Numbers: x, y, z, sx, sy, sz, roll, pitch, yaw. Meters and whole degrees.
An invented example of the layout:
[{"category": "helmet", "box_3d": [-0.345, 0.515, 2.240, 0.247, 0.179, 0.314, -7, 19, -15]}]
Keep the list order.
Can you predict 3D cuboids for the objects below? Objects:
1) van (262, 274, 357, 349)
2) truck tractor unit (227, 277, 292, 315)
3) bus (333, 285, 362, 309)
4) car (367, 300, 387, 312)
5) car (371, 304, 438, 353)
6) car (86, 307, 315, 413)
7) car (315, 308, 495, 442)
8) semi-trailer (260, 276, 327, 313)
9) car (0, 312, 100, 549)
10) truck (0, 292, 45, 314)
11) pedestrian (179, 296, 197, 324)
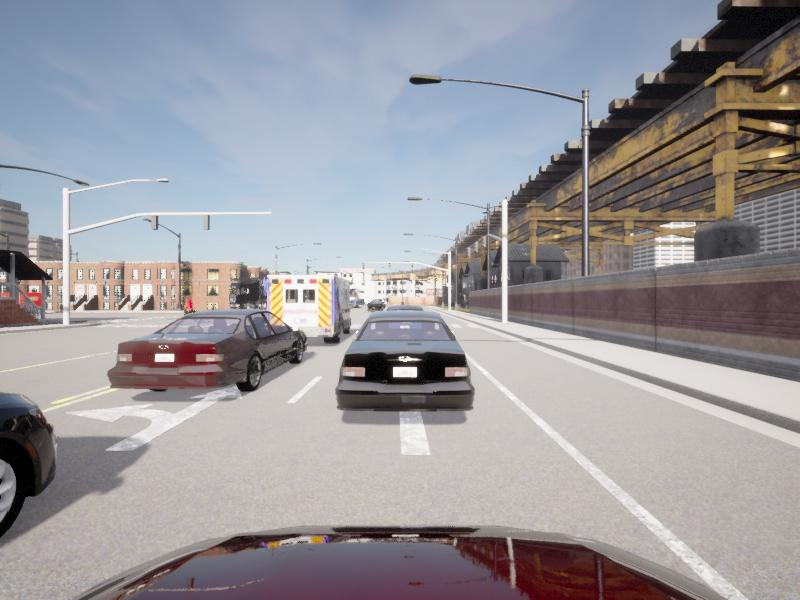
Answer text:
[{"category": "van", "box_3d": [-3.303, 0.378, 16.294, 2.351, 2.431, 6.366, 0, 0, 1]}, {"category": "truck tractor unit", "box_3d": [-16.730, -0.522, 47.882, 6.516, 4.208, 3.053, 0, 2, -44]}, {"category": "bus", "box_3d": [-9.482, -0.535, 73.776, 3.944, 4.253, 10.273, 0, 0, 1]}, {"category": "car", "box_3d": [-3.183, 0.771, 55.474, 1.930, 1.638, 5.238, 0, 0, 6]}, {"category": "car", "box_3d": [0.178, 0.895, 14.757, 2.033, 1.411, 5.357, 0, 0, 1]}, {"category": "car", "box_3d": [-3.400, 0.895, 8.344, 2.033, 1.411, 5.357, 0, 0, 1]}, {"category": "car", "box_3d": [0.088, 0.895, 7.195, 2.033, 1.411, 5.357, 0, 0, 1]}, {"category": "semi-trailer", "box_3d": [-14.116, -0.627, 55.096, 2.717, 4.402, 14.254, 0, 0, 12]}, {"category": "car", "box_3d": [-3.490, 0.844, 0.953, 1.837, 1.490, 4.892, 0, 0, 1]}, {"category": "truck", "box_3d": [-44.230, 0.351, 45.903, 5.204, 2.467, 2.627, 0, 0, 11]}, {"category": "pedestrian", "box_3d": [-14.064, 0.637, 26.558, 0.751, 1.860, 0.751, 0, 0, -1]}]
